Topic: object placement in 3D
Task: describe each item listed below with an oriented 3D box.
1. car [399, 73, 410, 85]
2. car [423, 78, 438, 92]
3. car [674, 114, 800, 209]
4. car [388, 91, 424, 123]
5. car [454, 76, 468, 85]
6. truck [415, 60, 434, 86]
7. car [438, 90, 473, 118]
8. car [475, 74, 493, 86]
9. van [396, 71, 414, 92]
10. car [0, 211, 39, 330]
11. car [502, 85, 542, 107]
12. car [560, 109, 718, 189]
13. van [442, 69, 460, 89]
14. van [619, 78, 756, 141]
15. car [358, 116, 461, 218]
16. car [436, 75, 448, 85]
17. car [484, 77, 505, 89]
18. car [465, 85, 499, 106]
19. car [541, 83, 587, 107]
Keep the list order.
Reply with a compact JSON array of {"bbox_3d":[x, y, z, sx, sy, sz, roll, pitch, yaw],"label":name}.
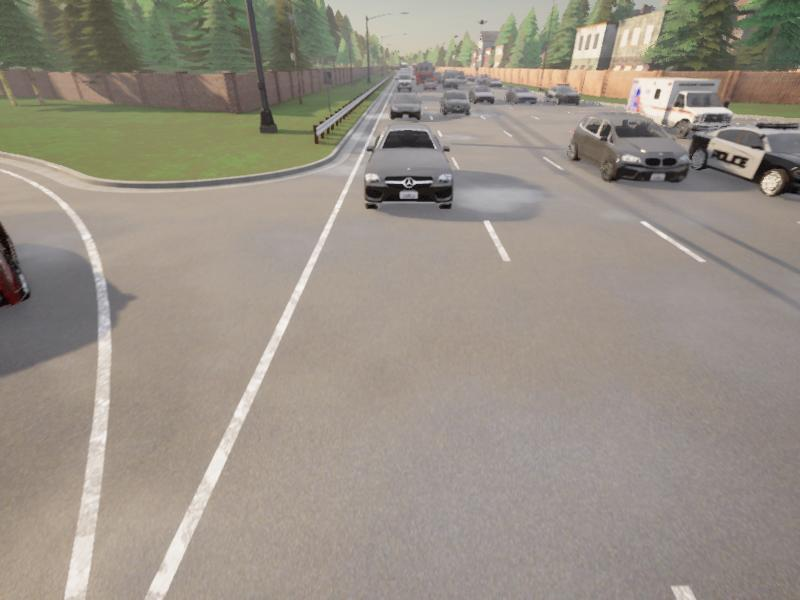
[{"bbox_3d":[0.829,-40.941,74.074,1.932,1.855,4.605,0,30,0],"label":"car"},{"bbox_3d":[4.146,-29.790,55.366,1.845,1.501,3.633,0,30,0],"label":"car"},{"bbox_3d":[10.724,-4.235,11.596,1.930,1.638,5.238,0,30,0],"label":"car"},{"bbox_3d":[0.366,-12.860,26.495,2.163,1.488,4.792,0,30,0],"label":"car"},{"bbox_3d":[11.331,-40.846,74.384,1.970,1.475,3.806,0,30,0],"label":"car"},{"bbox_3d":[4.306,-40.740,71.792,2.891,3.827,8.468,0,30,0],"label":"truck"},{"bbox_3d":[3.888,-14.087,28.577,1.837,1.490,4.892,0,30,0],"label":"car"},{"bbox_3d":[14.797,-38.909,70.681,2.097,1.767,4.553,0,30,0],"label":"car"},{"bbox_3d":[0.656,-30.838,56.269,2.351,2.431,6.366,0,30,0],"label":"van"},{"bbox_3d":[-7.197,-0.761,5.942,1.994,1.385,4.181,-26,39,-36],"label":"car"},{"bbox_3d":[10.963,-18.637,36.442,2.033,1.411,5.357,0,30,0],"label":"car"},{"bbox_3d":[7.236,-5.013,12.900,2.242,1.667,4.611,0,30,0],"label":"car"},{"bbox_3d":[7.703,-33.805,61.223,1.988,2.561,5.915,0,30,0],"label":"van"},{"bbox_3d":[14.312,-10.032,20.718,2.351,2.431,6.366,0,30,0],"label":"van"},{"bbox_3d":[0.218,-3.877,11.009,2.152,1.651,5.027,0,30,0],"label":"car"},{"bbox_3d":[7.834,-41.120,74.680,1.845,1.501,3.633,0,30,0],"label":"car"},{"bbox_3d":[14.717,-34.030,62.730,2.033,1.411,5.357,0,30,0],"label":"car"},{"bbox_3d":[7.467,-18.963,37.002,2.033,1.411,5.357,0,30,0],"label":"car"},{"bbox_3d":[14.457,-18.274,35.576,1.930,1.638,5.238,0,30,0],"label":"car"}]
